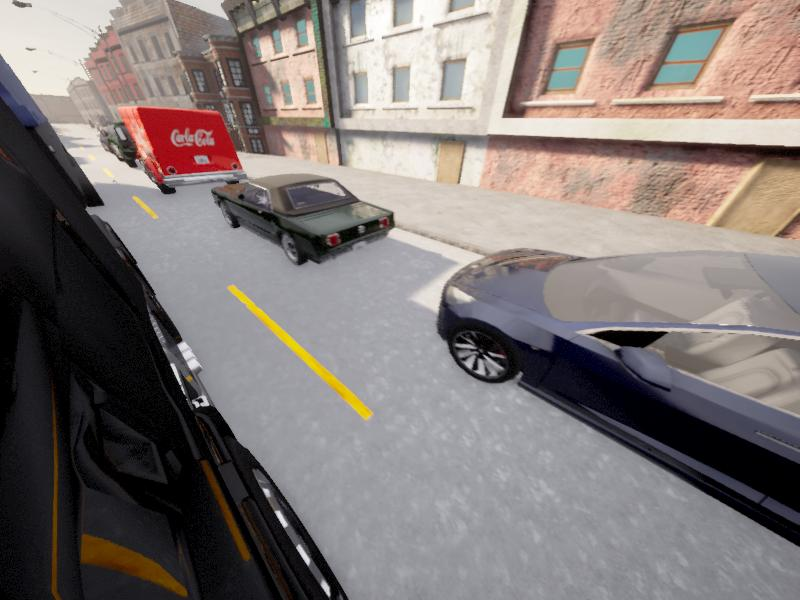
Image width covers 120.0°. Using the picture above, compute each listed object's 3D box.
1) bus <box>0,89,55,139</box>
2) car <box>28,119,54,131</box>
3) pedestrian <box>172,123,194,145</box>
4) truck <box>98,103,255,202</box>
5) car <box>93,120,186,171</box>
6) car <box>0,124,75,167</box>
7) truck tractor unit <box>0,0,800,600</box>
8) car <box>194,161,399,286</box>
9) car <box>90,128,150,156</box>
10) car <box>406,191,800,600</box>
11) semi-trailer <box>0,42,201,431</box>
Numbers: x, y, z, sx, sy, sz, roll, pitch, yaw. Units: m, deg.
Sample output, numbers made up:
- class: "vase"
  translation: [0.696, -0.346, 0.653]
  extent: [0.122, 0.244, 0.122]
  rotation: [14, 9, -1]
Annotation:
- class: "bus"
  translation: [-44.592, -18.647, 22.952]
  extent: [3.944, 4.253, 10.273]
  rotation: [5, 37, 4]
- class: "car"
  translation: [-64.982, -31.803, 41.901]
  extent: [5.238, 1.638, 1.930]
  rotation: [28, 43, 30]
- class: "pedestrian"
  translation: [-22.473, -17.195, 23.934]
  extent: [0.751, 1.860, 0.751]
  rotation: [21, 41, 24]
- class: "truck"
  translation: [-8.532, -5.783, 8.914]
  extent: [5.204, 2.467, 2.627]
  rotation: [28, 43, 30]
- class: "car"
  translation: [-15.055, -9.032, 13.329]
  extent: [5.566, 2.045, 2.150]
  rotation: [27, 43, 30]
- class: "car"
  translation: [-20.849, -8.810, 13.044]
  extent: [4.611, 1.667, 2.242]
  rotation: [28, 43, 30]
- class: "truck tractor unit"
  translation: [-2.645, -0.295, 0.352]
  extent: [6.516, 4.208, 3.053]
  rotation: [28, 44, 30]
- class: "car"
  translation: [-2.452, -2.108, 5.245]
  extent: [4.718, 1.301, 1.895]
  rotation: [27, 43, 30]
- class: "car"
  translation: [-21.355, -12.099, 17.593]
  extent: [4.514, 1.525, 2.007]
  rotation: [28, 43, 30]
- class: "car"
  translation: [2.623, 0.468, 1.865]
  extent: [4.792, 1.488, 2.163]
  rotation: [28, 43, 30]
- class: "semi-trailer"
  translation: [-8.707, -3.569, 4.263]
  extent: [14.254, 4.402, 2.717]
  rotation: [28, 43, 30]
